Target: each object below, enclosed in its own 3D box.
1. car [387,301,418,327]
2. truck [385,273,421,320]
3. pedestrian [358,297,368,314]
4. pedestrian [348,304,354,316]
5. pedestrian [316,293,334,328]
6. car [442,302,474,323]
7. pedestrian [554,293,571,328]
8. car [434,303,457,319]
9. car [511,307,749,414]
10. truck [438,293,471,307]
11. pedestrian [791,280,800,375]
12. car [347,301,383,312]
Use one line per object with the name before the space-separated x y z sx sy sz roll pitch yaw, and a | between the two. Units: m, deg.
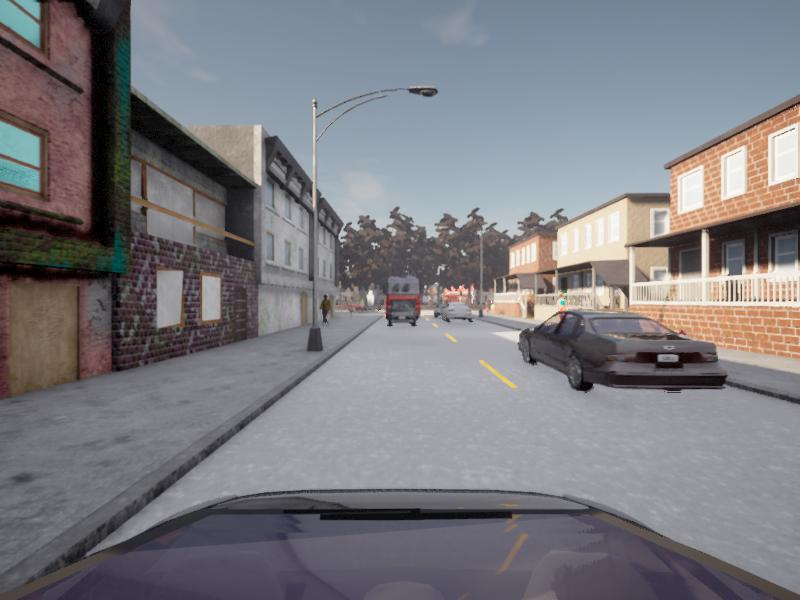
car | 0.096 0.841 25.293 1.789 1.549 3.705 0 0 -1
truck | 0.173 -0.285 36.691 2.891 3.827 8.468 0 0 -1
pedestrian | -4.090 0.575 44.044 0.751 1.860 0.751 0 0 28
pedestrian | -4.541 0.948 37.223 0.500 1.100 0.500 0 0 -19
pedestrian | -4.099 0.555 21.970 0.751 1.860 0.751 0 0 13
car | 4.270 0.898 30.191 1.812 1.442 4.674 0 0 1
pedestrian | 8.924 0.554 22.016 0.751 1.860 0.751 0 0 11
car | 4.139 0.979 37.035 1.895 1.301 4.718 0 0 3
car | 4.017 0.903 8.376 2.033 1.411 5.357 0 0 2
truck | 14.849 -0.003 109.428 8.468 3.827 2.891 0 0 0
pedestrian | 8.203 0.541 7.637 0.751 1.860 0.751 0 0 6
car | -4.897 0.904 56.103 4.792 1.488 2.163 0 0 4
